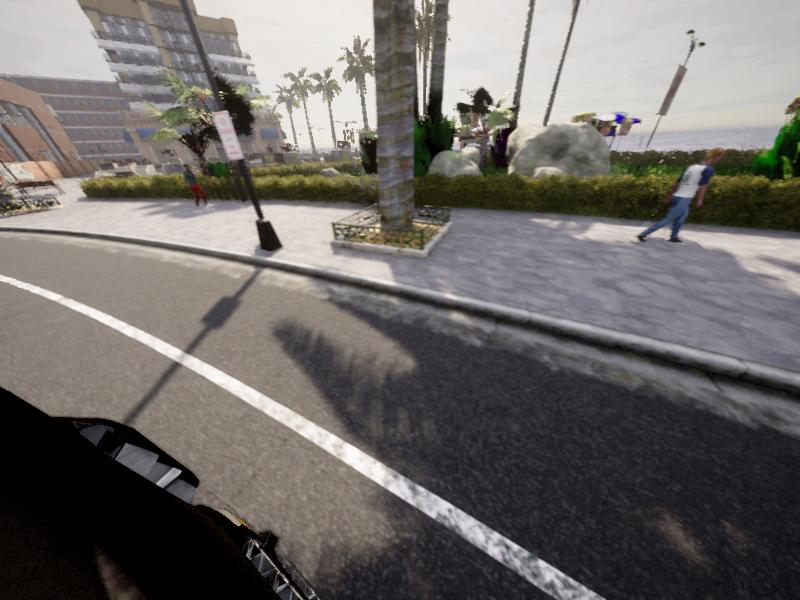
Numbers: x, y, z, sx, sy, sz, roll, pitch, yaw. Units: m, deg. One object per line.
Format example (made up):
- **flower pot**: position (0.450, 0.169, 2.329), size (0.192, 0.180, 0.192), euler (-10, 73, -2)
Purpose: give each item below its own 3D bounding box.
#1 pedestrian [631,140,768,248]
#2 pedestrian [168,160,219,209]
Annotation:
- **pedestrian**: position (5.830, -2.102, 4.697), size (0.751, 1.860, 0.751), euler (8, 35, 15)
- **pedestrian**: position (-9.233, -5.182, 10.411), size (0.751, 1.860, 0.751), euler (9, 35, 17)
